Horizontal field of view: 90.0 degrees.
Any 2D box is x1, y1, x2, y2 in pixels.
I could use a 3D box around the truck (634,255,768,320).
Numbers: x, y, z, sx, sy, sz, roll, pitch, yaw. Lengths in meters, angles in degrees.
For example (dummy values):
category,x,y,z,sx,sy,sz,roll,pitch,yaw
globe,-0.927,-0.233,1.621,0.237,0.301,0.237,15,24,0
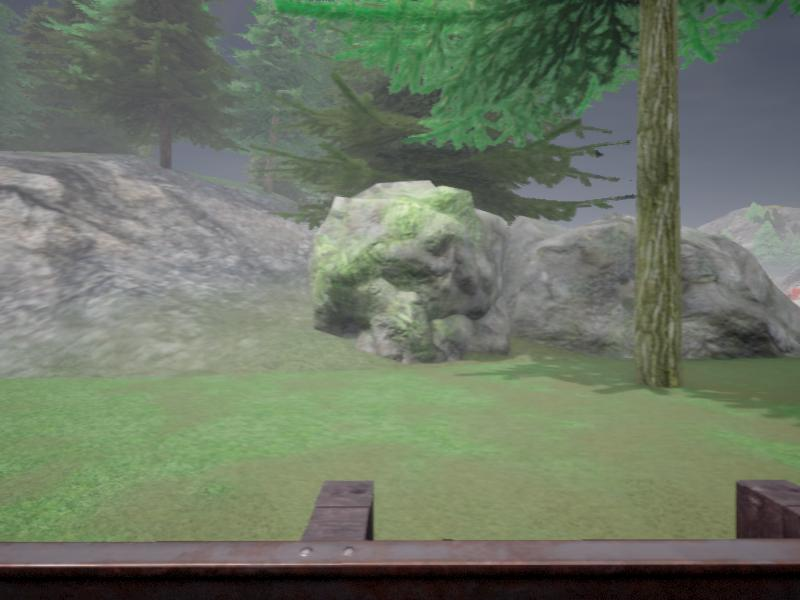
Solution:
category,x,y,z,sx,sy,sz,roll,pitch,yaw
truck,20.303,-0.725,27.899,2.891,3.827,8.468,0,0,-1
